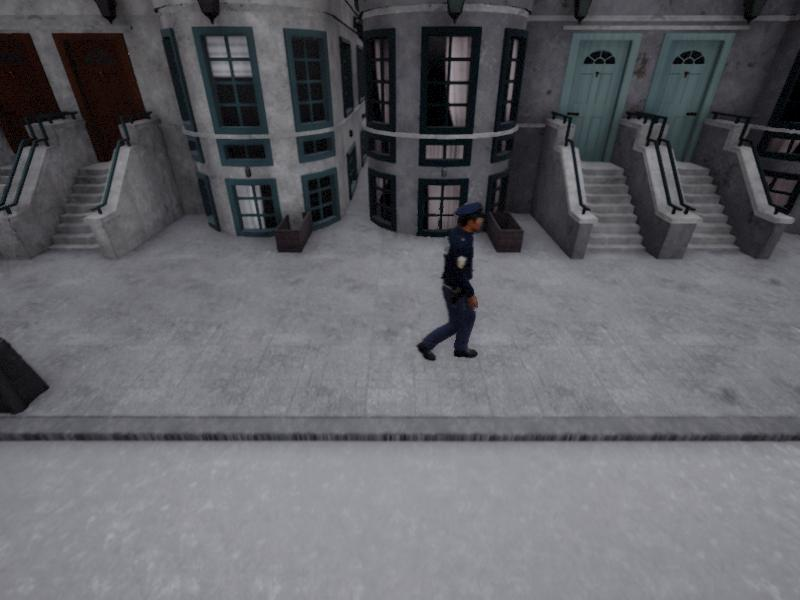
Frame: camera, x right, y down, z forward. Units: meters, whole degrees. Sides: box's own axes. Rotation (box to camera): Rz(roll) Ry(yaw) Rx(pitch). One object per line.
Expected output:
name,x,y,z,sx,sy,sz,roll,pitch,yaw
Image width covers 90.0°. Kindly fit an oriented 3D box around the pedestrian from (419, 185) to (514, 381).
pedestrian,0.629,-0.156,4.170,0.751,1.860,0.751,4,31,7
